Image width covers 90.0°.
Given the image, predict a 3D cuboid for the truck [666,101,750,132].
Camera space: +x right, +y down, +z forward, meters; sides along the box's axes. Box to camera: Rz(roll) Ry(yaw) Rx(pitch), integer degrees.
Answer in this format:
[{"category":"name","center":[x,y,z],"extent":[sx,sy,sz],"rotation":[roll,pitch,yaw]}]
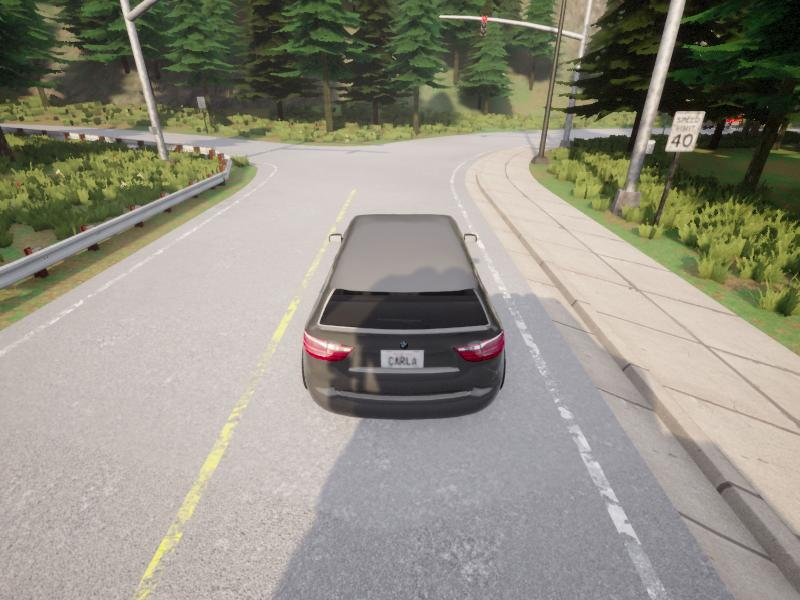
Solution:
[{"category":"truck","center":[28.517,-17.152,37.280],"extent":[5.204,2.467,2.627],"rotation":[-1,27,-1]}]

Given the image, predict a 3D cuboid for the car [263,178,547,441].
[{"category":"car","center":[0.043,-0.415,5.590],"extent":[2.242,1.667,4.611],"rotation":[0,27,0]}]
